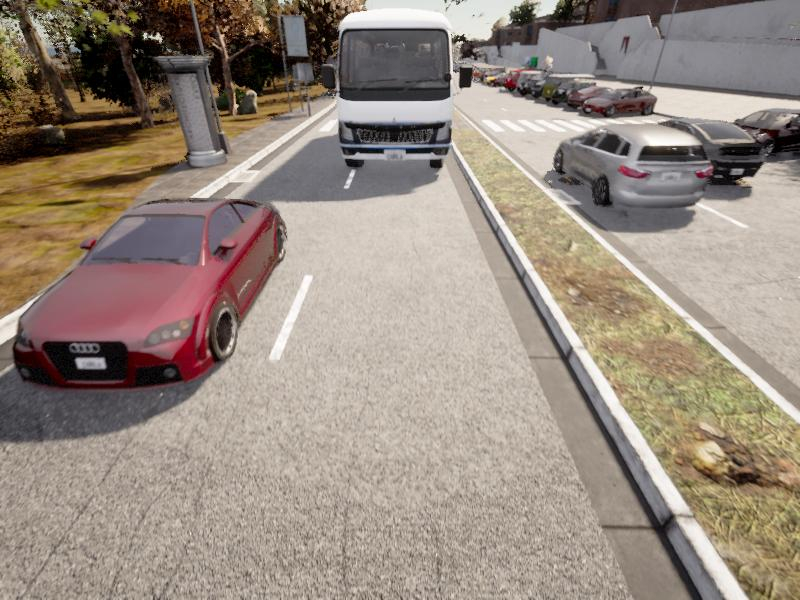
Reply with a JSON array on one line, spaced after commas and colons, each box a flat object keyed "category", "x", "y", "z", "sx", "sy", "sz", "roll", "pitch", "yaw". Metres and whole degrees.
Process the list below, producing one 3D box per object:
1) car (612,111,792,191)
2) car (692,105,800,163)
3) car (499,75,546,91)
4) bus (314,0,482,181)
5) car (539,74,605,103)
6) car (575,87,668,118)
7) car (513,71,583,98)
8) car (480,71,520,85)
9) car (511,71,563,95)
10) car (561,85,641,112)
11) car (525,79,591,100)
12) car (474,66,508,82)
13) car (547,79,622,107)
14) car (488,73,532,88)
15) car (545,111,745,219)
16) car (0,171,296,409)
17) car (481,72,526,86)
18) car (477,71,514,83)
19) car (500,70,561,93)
[{"category": "car", "x": 8.799, "y": -4.795, "z": 12.389, "sx": 1.837, "sy": 1.490, "sz": 4.892, "roll": 0, "pitch": 30, "yaw": 0}, {"category": "car", "x": 13.846, "y": -6.242, "z": 14.846, "sx": 4.792, "sy": 1.488, "sz": 2.163, "roll": -10, "pitch": 33, "yaw": -17}, {"category": "car", "x": 13.917, "y": -24.763, "z": 45.608, "sx": 4.674, "sy": 1.452, "sz": 2.002, "roll": -10, "pitch": 33, "yaw": -17}, {"category": "bus", "x": 0.095, "y": -7.883, "z": 14.865, "sx": 3.944, "sy": 4.253, "sz": 10.273, "roll": 1, "pitch": 31, "yaw": 1}, {"category": "car", "x": 14.012, "y": -17.309, "z": 32.732, "sx": 4.442, "sy": 1.987, "sz": 1.878, "roll": -10, "pitch": 32, "yaw": -17}, {"category": "car", "x": 13.862, "y": -12.436, "z": 25.131, "sx": 4.792, "sy": 1.488, "sz": 2.163, "roll": -10, "pitch": 33, "yaw": -17}, {"category": "car", "x": 13.887, "y": -20.380, "z": 37.779, "sx": 5.566, "sy": 2.045, "sz": 2.435, "roll": -10, "pitch": 33, "yaw": -17}, {"category": "car", "x": 13.964, "y": -30.987, "z": 55.814, "sx": 4.792, "sy": 1.488, "sz": 2.163, "roll": -10, "pitch": 33, "yaw": -17}, {"category": "car", "x": 13.808, "y": -21.883, "z": 40.322, "sx": 4.442, "sy": 1.987, "sz": 1.878, "roll": -10, "pitch": 33, "yaw": -17}, {"category": "car", "x": 13.888, "y": -13.983, "z": 27.722, "sx": 4.674, "sy": 1.452, "sz": 2.002, "roll": -10, "pitch": 32, "yaw": -17}, {"category": "car", "x": 13.899, "y": -18.632, "z": 35.366, "sx": 4.892, "sy": 1.521, "sz": 2.231, "roll": -10, "pitch": 32, "yaw": -17}, {"category": "car", "x": 13.841, "y": -34.302, "z": 60.707, "sx": 4.442, "sy": 1.987, "sz": 1.878, "roll": -10, "pitch": 34, "yaw": -17}, {"category": "car", "x": 13.868, "y": -15.659, "z": 30.183, "sx": 4.553, "sy": 1.767, "sz": 2.185, "roll": -10, "pitch": 32, "yaw": -17}, {"category": "car", "x": 13.902, "y": -27.862, "z": 50.696, "sx": 4.792, "sy": 1.488, "sz": 2.163, "roll": -10, "pitch": 33, "yaw": -17}, {"category": "car", "x": 5.789, "y": -3.728, "z": 10.428, "sx": 2.242, "sy": 1.667, "sz": 4.611, "roll": 0, "pitch": 32, "yaw": 0}, {"category": "car", "x": -2.980, "y": -0.564, "z": 5.476, "sx": 1.994, "sy": 1.385, "sz": 4.181, "roll": 0, "pitch": 31, "yaw": 0}, {"category": "car", "x": 13.761, "y": -29.417, "z": 53.177, "sx": 5.366, "sy": 1.575, "sz": 1.946, "roll": -10, "pitch": 33, "yaw": -17}, {"category": "car", "x": 13.937, "y": -32.537, "z": 58.350, "sx": 4.674, "sy": 1.452, "sz": 2.002, "roll": -10, "pitch": 33, "yaw": -17}, {"category": "car", "x": 13.946, "y": -23.474, "z": 42.916, "sx": 5.566, "sy": 2.045, "sz": 2.435, "roll": -10, "pitch": 33, "yaw": -17}]
